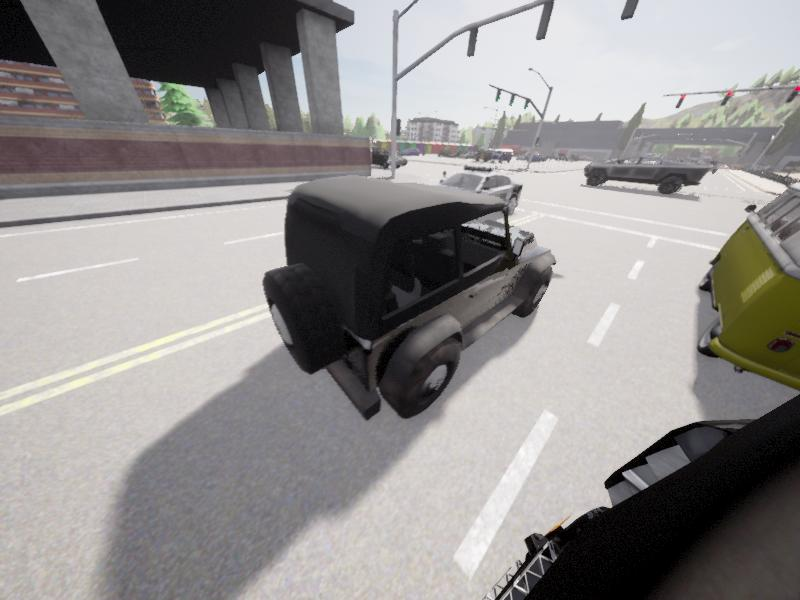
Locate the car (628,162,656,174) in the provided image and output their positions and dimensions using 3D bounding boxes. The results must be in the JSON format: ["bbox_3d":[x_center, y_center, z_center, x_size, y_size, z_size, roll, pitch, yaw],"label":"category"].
[{"bbox_3d":[35.155,-19.193,33.498,4.181,1.385,1.994,-25,43,-35],"label":"car"}]

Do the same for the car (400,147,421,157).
[{"bbox_3d":[2.418,-34.006,53.133,4.611,1.667,2.242,-25,42,-35],"label":"car"}]

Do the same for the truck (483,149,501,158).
[{"bbox_3d":[23.876,-38.134,60.170,4.478,2.038,2.069,-25,42,-35],"label":"truck"}]

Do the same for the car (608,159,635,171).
[{"bbox_3d":[37.819,-23.107,39.411,4.792,1.488,2.163,-25,43,-35],"label":"car"}]

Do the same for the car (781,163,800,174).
[{"bbox_3d":[90.819,-29.636,52.136,1.932,1.855,4.605,-25,42,-35],"label":"car"}]

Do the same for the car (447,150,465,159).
[{"bbox_3d":[12.632,-32.624,51.783,3.905,1.438,1.784,-25,42,-35],"label":"car"}]

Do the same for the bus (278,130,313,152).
[{"bbox_3d":[-27.021,-41.117,59.636,3.944,4.253,10.273,-25,43,-35],"label":"bus"}]

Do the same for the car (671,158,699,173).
[{"bbox_3d":[49.302,-23.343,39.977,5.566,2.045,2.150,-26,43,-35],"label":"car"}]

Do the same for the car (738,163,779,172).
[{"bbox_3d":[83.859,-31.122,54.175,2.038,1.542,4.974,-25,43,-35],"label":"car"}]

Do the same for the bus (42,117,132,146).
[{"bbox_3d":[-65.582,-35.682,49.196,10.273,4.253,3.944,-25,42,-35],"label":"bus"}]

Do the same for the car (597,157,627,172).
[{"bbox_3d":[32.136,-20.561,34.971,4.553,1.767,2.097,-25,43,-35],"label":"car"}]

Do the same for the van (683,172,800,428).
[{"bbox_3d":[5.625,-0.320,2.904,4.442,1.987,1.775,-25,43,-35],"label":"van"}]

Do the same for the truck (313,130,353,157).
[{"bbox_3d":[-12.310,-28.637,42.315,2.891,3.827,8.468,-25,43,-35],"label":"truck"}]

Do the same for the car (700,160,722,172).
[{"bbox_3d":[63.516,-27.504,47.243,3.866,1.878,1.905,-25,43,-35],"label":"car"}]

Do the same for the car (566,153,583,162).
[{"bbox_3d":[46.384,-37.926,61.443,4.605,1.855,1.932,-25,42,-35],"label":"car"}]

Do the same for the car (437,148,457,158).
[{"bbox_3d":[10.818,-33.948,53.268,4.605,1.855,1.932,-25,42,-35],"label":"car"}]

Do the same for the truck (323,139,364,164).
[{"bbox_3d":[-7.184,-18.938,29.368,2.627,2.467,5.204,-25,43,-35],"label":"truck"}]

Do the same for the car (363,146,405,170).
[{"bbox_3d":[-1.835,-15.231,24.706,1.932,1.855,4.605,-25,43,-35],"label":"car"}]

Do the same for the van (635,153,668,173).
[{"bbox_3d":[41.688,-22.697,38.192,6.366,2.431,2.351,-25,43,-35],"label":"van"}]

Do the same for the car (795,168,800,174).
[{"bbox_3d":[89.349,-27.574,49.169,2.033,1.649,4.856,-25,42,-35],"label":"car"}]

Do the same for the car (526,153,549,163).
[{"bbox_3d":[28.598,-29.464,47.994,4.611,1.667,2.242,-25,42,-35],"label":"car"}]

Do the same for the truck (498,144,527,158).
[{"bbox_3d":[40.927,-54.667,84.624,2.891,3.827,8.468,-24,42,-33],"label":"truck"}]

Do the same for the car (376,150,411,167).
[{"bbox_3d":[-0.866,-17.342,28.278,1.816,1.474,4.193,-25,43,-35],"label":"car"}]

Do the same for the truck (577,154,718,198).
[{"bbox_3d":[17.057,-9.036,16.483,2.390,2.098,6.274,-26,43,-35],"label":"truck"}]

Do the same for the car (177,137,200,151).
[{"bbox_3d":[-35.442,-26.182,38.693,1.905,1.878,3.866,-25,42,-35],"label":"car"}]

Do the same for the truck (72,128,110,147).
[{"bbox_3d":[-51.925,-27.366,38.958,2.615,2.467,5.204,-25,42,-35],"label":"truck"}]

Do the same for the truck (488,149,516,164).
[{"bbox_3d":[17.391,-24.435,39.304,4.478,2.038,2.069,-25,42,-35],"label":"truck"}]

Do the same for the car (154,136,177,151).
[{"bbox_3d":[-37.634,-25.156,37.022,1.905,1.878,3.866,-25,42,-35],"label":"car"}]

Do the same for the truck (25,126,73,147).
[{"bbox_3d":[-55.139,-25.862,36.510,2.615,2.467,5.204,-25,42,-35],"label":"truck"}]

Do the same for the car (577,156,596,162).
[{"bbox_3d":[56.601,-42.882,70.203,1.970,1.475,3.806,-25,42,-34],"label":"car"}]

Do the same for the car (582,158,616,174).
[{"bbox_3d":[26.310,-17.752,30.561,4.856,1.649,2.033,-25,43,-35],"label":"car"}]

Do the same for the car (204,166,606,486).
[{"bbox_3d":[0.470,-0.472,2.892,3.866,1.878,1.905,-25,43,-35],"label":"car"}]

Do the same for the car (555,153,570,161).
[{"bbox_3d":[44.501,-39.201,63.233,3.866,1.878,1.905,-25,42,-35],"label":"car"}]

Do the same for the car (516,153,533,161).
[{"bbox_3d":[29.659,-34.093,55.103,3.806,1.475,1.970,-25,42,-35],"label":"car"}]

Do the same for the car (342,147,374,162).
[{"bbox_3d":[-6.020,-20.738,32.876,1.930,1.638,5.238,-25,43,-35],"label":"car"}]

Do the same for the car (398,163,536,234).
[{"bbox_3d":[2.589,-3.964,8.465,5.238,1.638,1.930,-24,42,-34],"label":"car"}]

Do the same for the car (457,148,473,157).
[{"bbox_3d":[18.368,-41.609,65.183,4.605,1.855,1.932,-25,42,-35],"label":"car"}]

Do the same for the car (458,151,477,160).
[{"bbox_3d":[14.555,-31.339,50.042,3.806,1.475,1.970,-25,42,-35],"label":"car"}]

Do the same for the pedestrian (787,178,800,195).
[{"bbox_3d":[29.492,-8.606,16.565,0.751,1.860,0.751,17,36,21],"label":"pedestrian"}]

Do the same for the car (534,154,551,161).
[{"bbox_3d":[37.881,-37.944,61.360,5.357,1.415,2.033,-25,42,-35],"label":"car"}]

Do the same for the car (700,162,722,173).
[{"bbox_3d":[58.359,-24.956,43.384,3.633,1.501,1.845,-25,43,-35],"label":"car"}]

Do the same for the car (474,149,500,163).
[{"bbox_3d":[15.411,-25.591,41.075,4.605,1.855,1.932,-25,42,-35],"label":"car"}]

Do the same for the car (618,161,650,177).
[{"bbox_3d":[29.808,-16.721,29.374,3.806,1.475,1.970,-25,43,-35],"label":"car"}]

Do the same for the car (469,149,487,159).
[{"bbox_3d":[19.117,-35.827,56.601,3.866,1.878,1.905,-25,42,-35],"label":"car"}]
